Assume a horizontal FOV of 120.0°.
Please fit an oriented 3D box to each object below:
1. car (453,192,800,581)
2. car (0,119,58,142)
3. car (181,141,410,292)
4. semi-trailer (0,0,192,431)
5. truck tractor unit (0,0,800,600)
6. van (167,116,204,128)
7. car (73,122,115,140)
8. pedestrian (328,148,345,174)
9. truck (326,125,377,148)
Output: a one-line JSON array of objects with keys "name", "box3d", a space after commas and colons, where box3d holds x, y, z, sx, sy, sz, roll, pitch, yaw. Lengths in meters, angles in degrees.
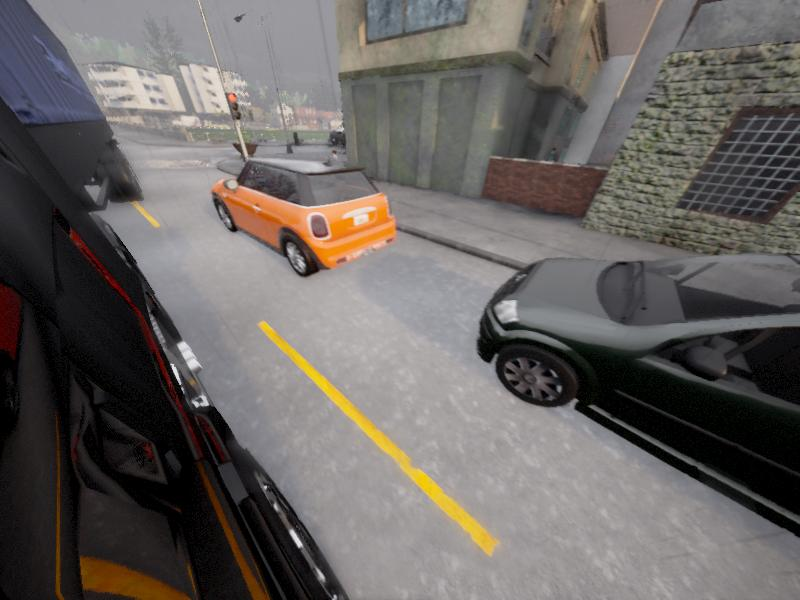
[{"name": "car", "box3d": [2.771, 0.522, 1.794, 3.988, 1.617, 1.851, 28, 43, 30]}, {"name": "car", "box3d": [-33.071, -15.259, 20.761, 4.902, 1.511, 2.128, 28, 44, 30]}, {"name": "car", "box3d": [-2.285, -2.218, 4.990, 4.553, 1.767, 2.097, 28, 43, 30]}, {"name": "semi-trailer", "box3d": [-8.208, -3.894, 4.662, 2.717, 4.402, 14.254, -28, 47, -34]}, {"name": "truck tractor unit", "box3d": [-2.645, -0.295, 0.351, 6.516, 4.208, 3.053, 28, 44, 30]}, {"name": "van", "box3d": [-57.100, -47.517, 61.709, 2.351, 2.431, 6.366, 28, 43, 30]}, {"name": "car", "box3d": [-32.758, -18.120, 24.734, 4.181, 1.385, 1.994, 28, 43, 30]}, {"name": "pedestrian", "box3d": [-3.267, -7.149, 11.904, 0.500, 1.100, 0.500, 23, 41, 25]}, {"name": "truck", "box3d": [-6.045, -21.115, 29.825, 2.390, 2.098, 6.274, 28, 43, 30]}]
